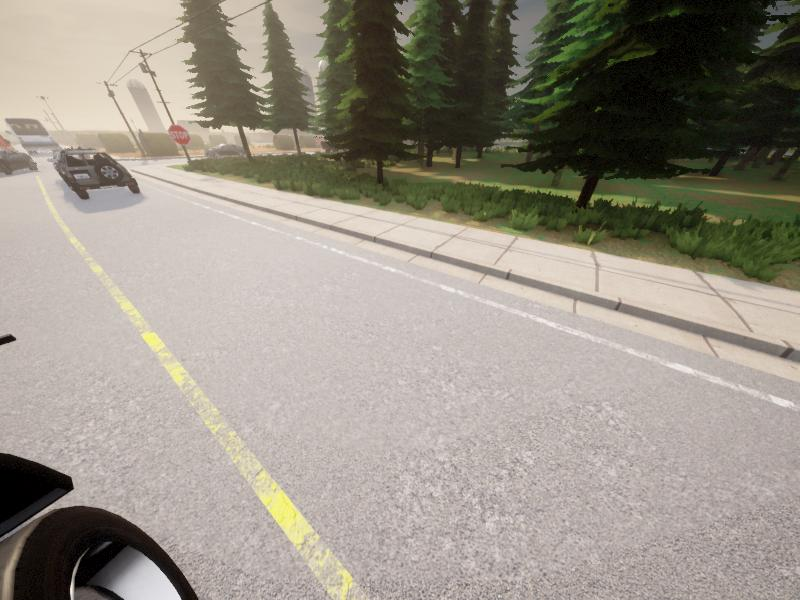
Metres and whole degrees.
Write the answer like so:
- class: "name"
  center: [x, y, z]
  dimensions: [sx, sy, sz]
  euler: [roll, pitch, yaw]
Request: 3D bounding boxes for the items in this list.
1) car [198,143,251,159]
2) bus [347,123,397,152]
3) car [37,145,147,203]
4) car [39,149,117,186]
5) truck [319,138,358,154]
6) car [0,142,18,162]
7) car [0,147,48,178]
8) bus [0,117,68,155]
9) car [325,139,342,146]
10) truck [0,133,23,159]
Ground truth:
- class: "car"
  center: [-22.850, -19.552, 30.248]
  dimensions: [2.128, 1.511, 4.902]
  euler: [21, 40, 27]
- class: "bus"
  center: [-5.177, -32.263, 46.039]
  dimensions: [3.944, 4.253, 10.273]
  euler: [21, 40, 27]
- class: "car"
  center: [-14.101, -5.926, 10.585]
  dimensions: [4.605, 1.855, 1.932]
  euler: [23, 41, 29]
- class: "car"
  center: [-19.326, -8.062, 13.887]
  dimensions: [4.514, 1.525, 2.007]
  euler: [25, 42, 31]
- class: "truck"
  center: [-10.477, -26.738, 40.028]
  dimensions: [2.390, 2.098, 6.274]
  euler: [21, 40, 27]
- class: "car"
  center: [-42.942, -15.730, 24.539]
  dimensions: [3.988, 1.617, 1.851]
  euler: [23, 41, 29]
- class: "car"
  center: [-27.894, -9.549, 15.955]
  dimensions: [2.128, 1.511, 4.902]
  euler: [-20, 40, -26]
- class: "bus"
  center: [-55.482, -24.674, 34.846]
  dimensions: [10.273, 4.253, 3.944]
  euler: [23, 41, 29]
- class: "car"
  center: [-20.735, -49.167, 72.020]
  dimensions: [4.553, 1.767, 2.097]
  euler: [21, 40, 26]
- class: "truck"
  center: [-48.471, -18.479, 27.655]
  dimensions: [5.204, 2.467, 2.627]
  euler: [23, 41, 29]
